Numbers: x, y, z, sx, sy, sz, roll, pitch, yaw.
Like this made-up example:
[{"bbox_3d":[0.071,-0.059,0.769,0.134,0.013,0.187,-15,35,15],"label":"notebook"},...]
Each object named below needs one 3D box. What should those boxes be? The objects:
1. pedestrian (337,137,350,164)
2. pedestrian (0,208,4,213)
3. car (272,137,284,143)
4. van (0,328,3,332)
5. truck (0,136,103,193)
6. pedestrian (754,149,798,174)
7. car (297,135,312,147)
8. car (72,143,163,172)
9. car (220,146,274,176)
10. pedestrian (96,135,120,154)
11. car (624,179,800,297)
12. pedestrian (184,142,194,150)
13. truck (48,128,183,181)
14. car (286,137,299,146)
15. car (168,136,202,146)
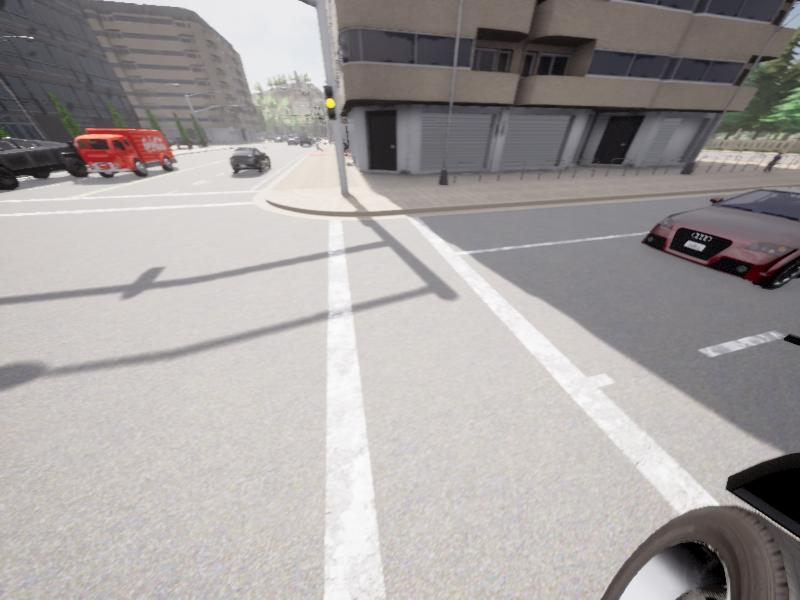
[{"bbox_3d":[-4.694,-12.513,19.352,0.751,1.860,0.751,-6,36,-8],"label":"pedestrian"},{"bbox_3d":[-13.880,-3.271,7.199,0.751,1.300,0.751,-12,38,-17],"label":"pedestrian"},{"bbox_3d":[-37.546,-49.363,71.181,2.163,1.488,4.792,-8,36,-11],"label":"car"},{"bbox_3d":[-7.469,0.439,1.503,4.442,1.987,1.775,-8,37,-11],"label":"van"},{"bbox_3d":[-20.320,-7.277,12.113,2.390,2.098,6.274,-8,36,-11],"label":"truck"},{"bbox_3d":[24.419,-9.001,15.035,0.751,1.300,0.751,-8,36,-11],"label":"pedestrian"},{"bbox_3d":[-20.811,-35.012,50.725,2.150,2.045,5.566,-8,37,-11],"label":"car"},{"bbox_3d":[-22.078,-11.523,18.463,1.801,1.575,5.366,-8,36,-11],"label":"car"},{"bbox_3d":[-10.790,-10.159,16.715,1.812,1.442,4.674,-8,37,-11],"label":"car"},{"bbox_3d":[-34.792,-18.520,27.569,0.751,1.860,0.751,-7,36,-10],"label":"pedestrian"},{"bbox_3d":[7.622,-1.474,4.745,4.181,1.385,1.994,-8,37,-11],"label":"car"},{"bbox_3d":[-31.990,-23.386,35.057,0.500,1.100,0.500,-1,36,-1],"label":"pedestrian"},{"bbox_3d":[-17.581,-9.566,14.991,2.627,2.467,5.204,-8,36,-11],"label":"truck"},{"bbox_3d":[-25.770,-38.151,55.509,2.038,1.542,4.974,-8,36,-11],"label":"car"},{"bbox_3d":[-45.681,-33.896,49.264,4.553,1.767,2.097,-8,36,-11],"label":"car"}]
